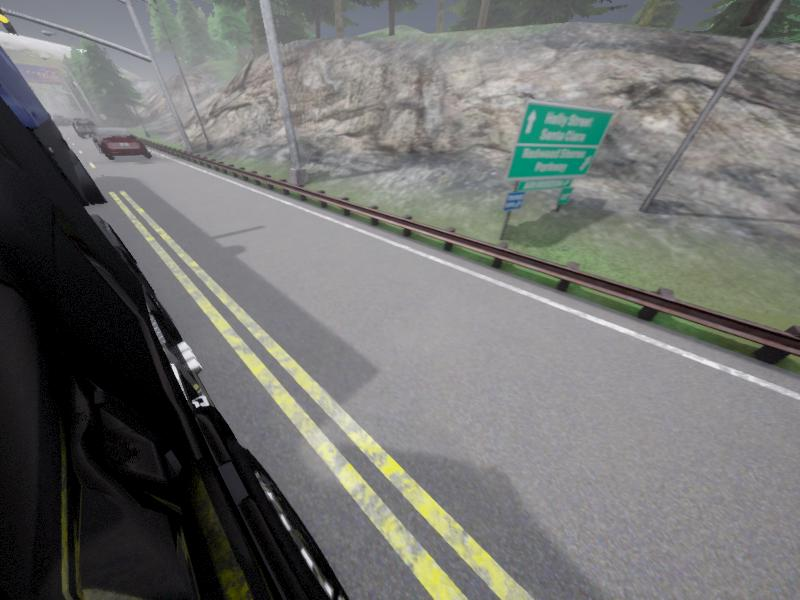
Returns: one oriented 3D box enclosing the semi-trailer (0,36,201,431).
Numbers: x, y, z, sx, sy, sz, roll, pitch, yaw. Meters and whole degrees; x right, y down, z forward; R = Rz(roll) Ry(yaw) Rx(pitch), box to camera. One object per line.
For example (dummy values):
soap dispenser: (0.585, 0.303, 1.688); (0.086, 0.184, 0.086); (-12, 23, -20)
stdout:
semi-trailer: (-8.661, -3.632, 4.262); (14.254, 4.402, 2.717); (29, 44, 30)

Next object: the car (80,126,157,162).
car: (-17.670, -9.873, 14.476); (4.792, 1.488, 2.163); (28, 44, 30)

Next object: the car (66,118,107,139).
car: (-33.574, -18.377, 24.723); (3.988, 1.617, 1.851); (28, 44, 30)

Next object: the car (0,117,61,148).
car: (-28.223, -12.806, 17.606); (4.856, 1.649, 2.033); (28, 44, 30)

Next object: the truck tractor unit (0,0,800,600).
truck tractor unit: (-2.645, -0.295, 0.351); (6.516, 4.208, 3.053); (28, 44, 30)

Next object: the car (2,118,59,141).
car: (-33.450, -15.536, 21.018); (4.902, 1.511, 2.128); (28, 44, 30)
